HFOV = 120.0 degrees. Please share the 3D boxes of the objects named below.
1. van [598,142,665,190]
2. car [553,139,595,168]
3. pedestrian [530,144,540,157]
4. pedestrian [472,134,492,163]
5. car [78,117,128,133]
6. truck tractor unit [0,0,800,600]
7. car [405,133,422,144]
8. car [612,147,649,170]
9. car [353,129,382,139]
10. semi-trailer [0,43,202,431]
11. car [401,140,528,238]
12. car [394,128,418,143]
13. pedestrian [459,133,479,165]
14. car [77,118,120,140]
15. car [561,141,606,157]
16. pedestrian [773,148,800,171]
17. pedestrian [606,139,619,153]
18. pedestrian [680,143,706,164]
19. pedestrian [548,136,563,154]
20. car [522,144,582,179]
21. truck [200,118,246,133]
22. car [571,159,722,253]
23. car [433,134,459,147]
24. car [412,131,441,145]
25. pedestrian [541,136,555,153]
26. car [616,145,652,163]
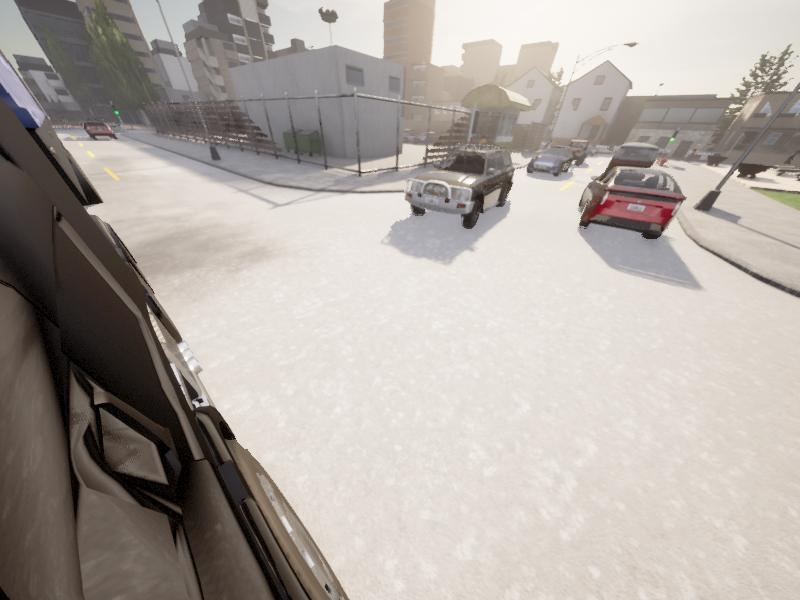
[{"bbox_3d":[13.466,-8.002,13.542,1.775,1.987,4.442,28,44,30],"label":"van"},{"bbox_3d":[15.716,-13.306,20.833,1.905,1.878,3.866,28,44,29],"label":"car"},{"bbox_3d":[14.831,-16.380,25.323,0.500,1.100,0.500,-29,47,-35],"label":"pedestrian"},{"bbox_3d":[6.513,-12.068,18.384,0.751,1.860,0.751,-26,46,-33],"label":"pedestrian"},{"bbox_3d":[-39.700,-23.556,31.096,1.930,1.638,5.238,-13,40,-18],"label":"car"},{"bbox_3d":[-2.645,-0.295,0.351,6.516,4.208,3.053,28,44,30],"label":"truck tractor unit"},{"bbox_3d":[2.166,-26.028,37.160,1.481,1.379,2.207,28,44,30],"label":"car"},{"bbox_3d":[21.301,-13.175,21.374,1.816,1.474,4.193,28,44,30],"label":"car"},{"bbox_3d":[-6.095,-31.519,43.979,2.033,1.415,5.357,28,44,30],"label":"car"},{"bbox_3d":[-8.694,-3.615,4.220,14.254,4.402,2.717,28,44,30],"label":"semi-trailer"},{"bbox_3d":[2.170,-3.794,7.279,1.932,1.855,4.605,25,43,26],"label":"car"},{"bbox_3d":[1.077,-27.461,38.651,1.905,1.878,3.866,28,44,30],"label":"car"},{"bbox_3d":[5.007,-10.998,16.859,0.751,1.860,0.751,28,43,29],"label":"pedestrian"},{"bbox_3d":[-30.792,-17.444,23.558,3.988,1.617,1.851,28,44,30],"label":"car"},{"bbox_3d":[25.164,-20.977,31.995,2.128,1.511,4.902,-1,37,-5],"label":"car"},{"bbox_3d":[38.619,-13.890,22.906,0.751,1.860,0.751,-29,47,-35],"label":"pedestrian"},{"bbox_3d":[33.781,-24.519,36.772,0.751,1.860,0.751,25,42,27],"label":"pedestrian"},{"bbox_3d":[32.284,-16.136,25.486,0.751,1.860,0.751,-10,39,-16],"label":"pedestrian"},{"bbox_3d":[20.739,-20.678,30.803,0.751,1.860,0.751,-17,41,-24],"label":"pedestrian"},{"bbox_3d":[10.333,-9.462,15.584,2.033,1.649,4.856,28,43,30],"label":"car"},{"bbox_3d":[-33.649,-33.311,44.112,2.390,2.098,6.274,28,44,30],"label":"truck"},{"bbox_3d":[6.890,-3.196,7.089,2.007,1.525,4.514,23,41,25],"label":"car"},{"bbox_3d":[7.090,-24.476,35.352,1.816,1.474,4.193,28,44,30],"label":"car"},{"bbox_3d":[4.192,-25.507,36.424,2.242,1.667,4.611,28,44,30],"label":"car"},{"bbox_3d":[20.390,-21.439,31.796,0.751,1.860,0.751,-5,38,-11],"label":"pedestrian"},{"bbox_3d":[28.197,-17.662,27.799,4.792,1.488,2.163,-29,47,-35],"label":"car"}]
